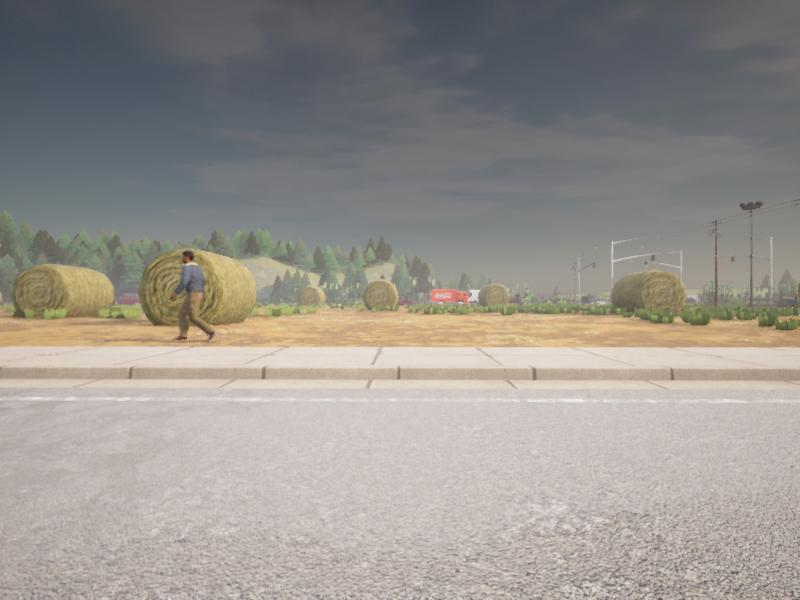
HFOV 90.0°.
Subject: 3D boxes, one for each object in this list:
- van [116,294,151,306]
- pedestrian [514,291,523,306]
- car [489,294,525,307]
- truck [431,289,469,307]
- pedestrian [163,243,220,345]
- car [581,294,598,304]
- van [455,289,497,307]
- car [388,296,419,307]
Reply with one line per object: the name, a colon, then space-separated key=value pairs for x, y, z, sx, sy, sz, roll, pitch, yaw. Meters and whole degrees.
van: x=-42.095 y=0.006 z=63.189 sx=4.442 sy=1.987 sz=1.775 roll=0 pitch=0 yaw=5
pedestrian: x=14.764 y=-0.127 z=49.897 sx=0.751 sy=1.860 sz=0.751 roll=0 pitch=0 yaw=-25
car: x=14.697 y=0.082 z=55.080 sx=4.553 sy=1.767 sz=2.097 roll=0 pitch=0 yaw=5
truck: x=6.916 y=-0.256 z=55.710 sx=5.204 sy=2.467 sz=2.627 roll=0 pitch=0 yaw=5
pedestrian: x=-3.989 y=-0.114 z=7.721 sx=0.751 sy=1.860 sz=0.751 roll=0 pitch=0 yaw=-6
car: x=34.275 y=-0.196 z=72.432 sx=1.789 sy=1.549 sz=3.705 roll=0 pitch=3 yaw=7
van: x=11.115 y=-0.289 z=58.905 sx=5.915 sy=2.561 sz=1.988 roll=0 pitch=0 yaw=4
car: x=0.491 y=0.247 z=56.231 sx=4.193 sy=1.474 sz=1.816 roll=0 pitch=0 yaw=5
